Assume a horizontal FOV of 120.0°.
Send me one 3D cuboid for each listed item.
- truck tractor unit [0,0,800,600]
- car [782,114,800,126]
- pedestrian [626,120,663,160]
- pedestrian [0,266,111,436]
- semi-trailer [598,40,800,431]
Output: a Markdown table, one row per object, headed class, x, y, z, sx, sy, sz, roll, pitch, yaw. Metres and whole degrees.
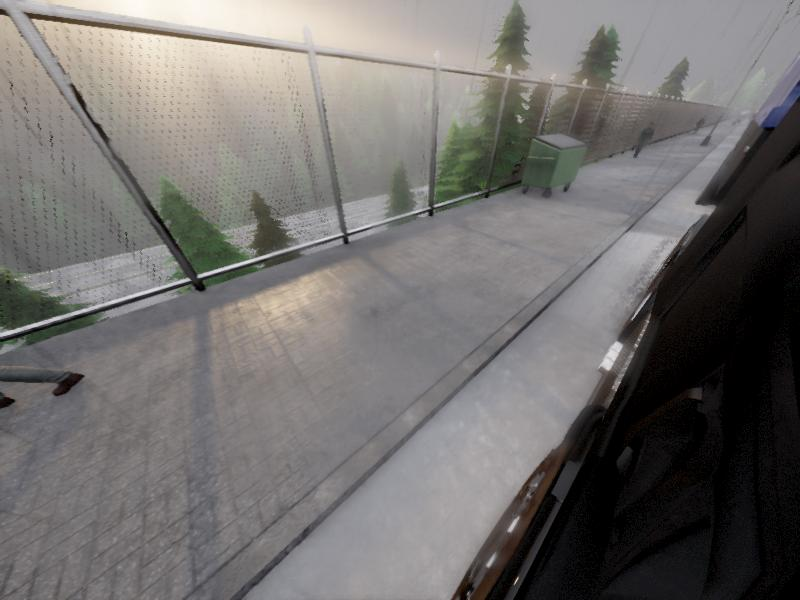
| class | x | y | z | sx | sy | sz | roll | pitch | yaw |
| --- | --- | --- | --- | --- | --- | --- | --- | --- | --- |
| truck tractor unit | 2.645 | -0.295 | 0.351 | 6.516 | 4.208 | 3.053 | -28 | 44 | -30 |
| car | 68.724 | -31.239 | 40.058 | 3.806 | 1.475 | 1.970 | -28 | 44 | -30 |
| pedestrian | 14.325 | -9.371 | 13.557 | 0.751 | 1.860 | 0.751 | 29 | 47 | 35 |
| pedestrian | -3.655 | 0.238 | 1.787 | 0.751 | 1.860 | 0.751 | -16 | 39 | -17 |
| semi-trailer | 8.694 | -3.598 | 4.245 | 14.254 | 4.402 | 2.717 | -28 | 44 | -30 |
